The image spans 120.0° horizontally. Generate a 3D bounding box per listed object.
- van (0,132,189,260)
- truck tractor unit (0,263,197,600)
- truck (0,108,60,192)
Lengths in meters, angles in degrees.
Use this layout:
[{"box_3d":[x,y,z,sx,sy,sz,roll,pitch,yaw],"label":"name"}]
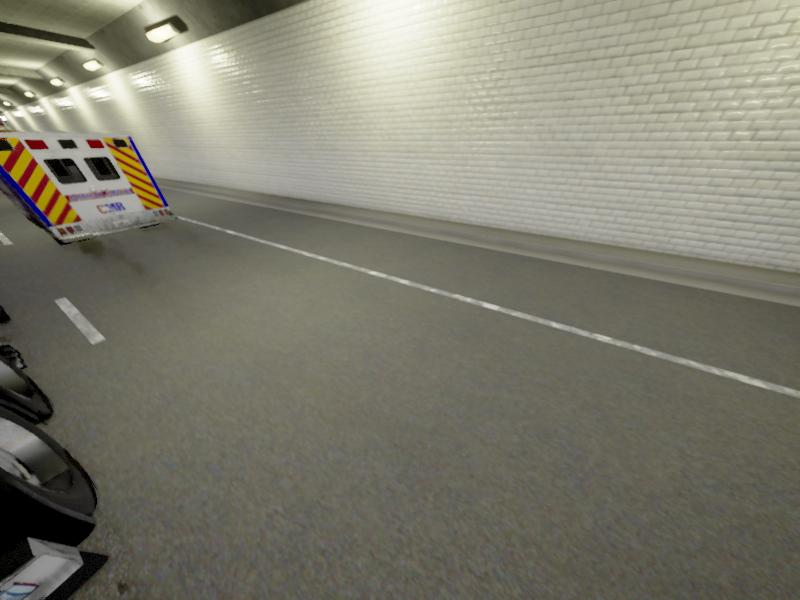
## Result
[{"box_3d":[-9.798,-3.407,6.850,6.366,2.431,2.351,18,39,24],"label":"van"},{"box_3d":[-5.113,-0.299,0.780,6.516,4.208,3.053,18,39,24],"label":"truck tractor unit"},{"box_3d":[-25.440,-9.082,13.911,8.468,3.827,2.891,18,39,24],"label":"truck"}]
